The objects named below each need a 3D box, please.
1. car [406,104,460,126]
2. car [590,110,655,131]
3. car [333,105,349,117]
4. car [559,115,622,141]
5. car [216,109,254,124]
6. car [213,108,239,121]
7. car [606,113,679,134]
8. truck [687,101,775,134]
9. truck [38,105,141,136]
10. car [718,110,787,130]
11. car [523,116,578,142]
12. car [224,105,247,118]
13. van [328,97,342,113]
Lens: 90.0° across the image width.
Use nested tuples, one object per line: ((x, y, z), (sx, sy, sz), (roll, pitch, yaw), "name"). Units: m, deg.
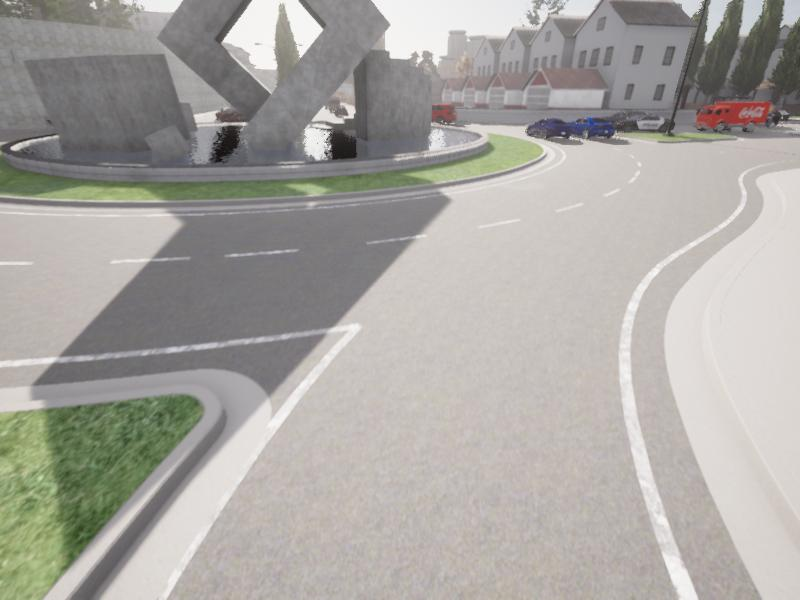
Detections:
((3.638, -20.625, 44.411), (5.566, 2.045, 2.150), (16, 31, 29), "car")
((21.352, -17.377, 38.639), (4.856, 1.649, 2.033), (0, 27, 2), "car")
((-8.804, -28.156, 59.594), (1.816, 1.474, 4.193), (-6, 28, -11), "car")
((14.596, -13.441, 31.076), (1.882, 1.535, 5.008), (-4, 28, -7), "car")
((-18.775, -20.965, 45.707), (1.994, 1.385, 4.181), (5, 28, 9), "car")
((-22.623, -24.275, 52.193), (1.895, 1.301, 4.718), (-4, 28, -8), "car")
((21.460, -15.736, 35.570), (4.974, 1.542, 2.038), (1, 27, 1), "car")
((29.365, -16.316, 35.679), (5.204, 2.467, 2.627), (-4, 28, -6), "truck")
((-26.470, -15.566, 34.394), (2.390, 2.098, 6.274), (21, 34, 35), "truck")
((35.016, -17.959, 39.828), (5.238, 1.638, 1.930), (-5, 28, -10), "car")
((11.302, -13.079, 30.460), (1.812, 1.442, 4.674), (-4, 28, -8), "car")
((-23.940, -27.591, 58.365), (2.038, 1.542, 4.974), (-5, 28, -9), "car")
((-12.136, -36.367, 74.353), (1.988, 2.561, 5.915), (-5, 28, -10), "van")
